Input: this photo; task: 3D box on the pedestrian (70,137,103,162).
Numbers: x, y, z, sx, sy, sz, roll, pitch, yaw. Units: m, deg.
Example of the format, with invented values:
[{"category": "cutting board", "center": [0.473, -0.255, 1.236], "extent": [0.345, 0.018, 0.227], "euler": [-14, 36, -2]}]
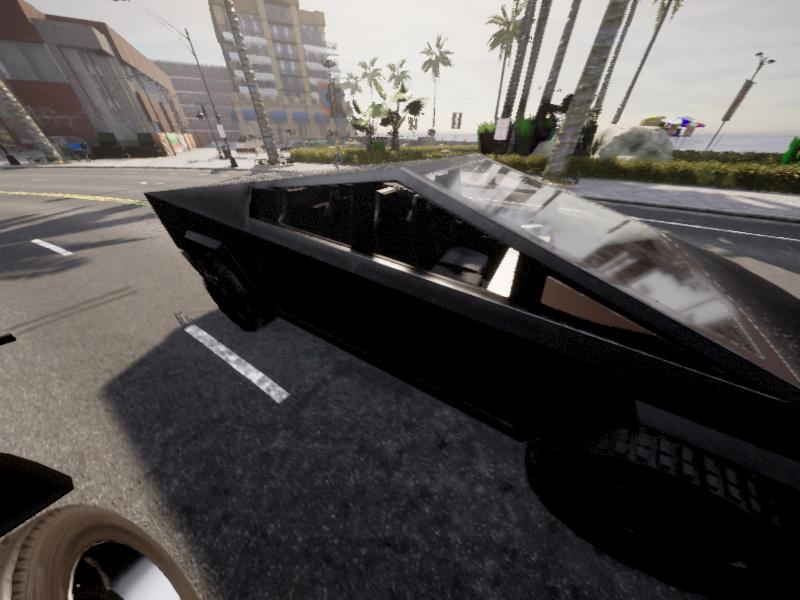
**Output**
[{"category": "pedestrian", "center": [-29.194, -14.012, 21.535], "extent": [0.751, 1.860, 0.751], "euler": [2, 35, 3]}]

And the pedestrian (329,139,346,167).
[{"category": "pedestrian", "center": [-4.937, -11.757, 18.470], "extent": [0.751, 1.860, 0.751], "euler": [13, 38, 18]}]

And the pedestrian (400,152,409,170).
[{"category": "pedestrian", "center": [0.330, -10.360, 17.185], "extent": [0.500, 1.100, 0.500], "euler": [12, 37, 16]}]

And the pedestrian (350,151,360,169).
[{"category": "pedestrian", "center": [-3.441, -10.751, 17.719], "extent": [0.500, 1.100, 0.500], "euler": [19, 40, 24]}]

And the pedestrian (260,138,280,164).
[{"category": "pedestrian", "center": [-11.531, -13.280, 20.583], "extent": [0.751, 1.860, 0.751], "euler": [4, 36, 5]}]

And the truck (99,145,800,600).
[{"category": "truck", "center": [0.000, -0.423, 2.659], "extent": [6.274, 2.098, 2.390], "euler": [19, 40, 25]}]
